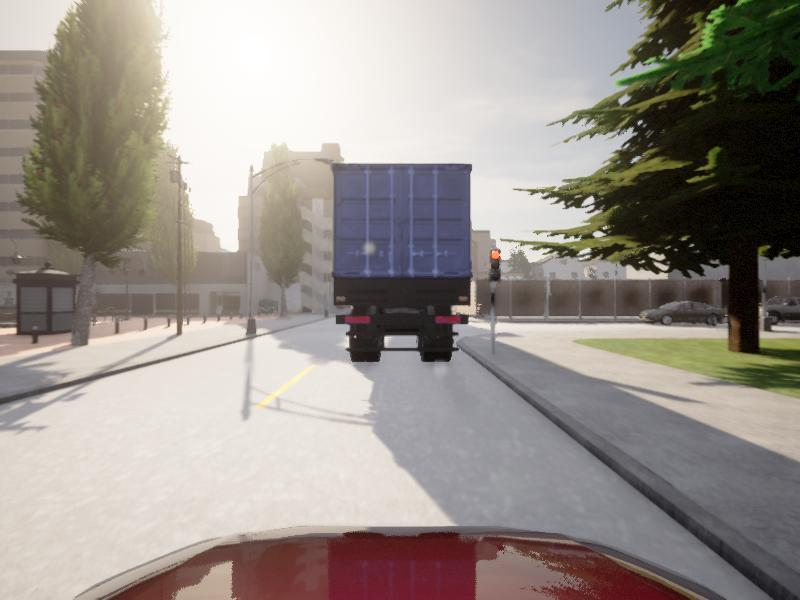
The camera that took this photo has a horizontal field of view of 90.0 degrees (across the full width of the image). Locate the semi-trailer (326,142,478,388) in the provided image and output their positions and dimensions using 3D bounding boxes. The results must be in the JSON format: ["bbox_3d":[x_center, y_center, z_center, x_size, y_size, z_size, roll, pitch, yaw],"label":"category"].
[{"bbox_3d":[0.015,-0.618,14.286,2.717,4.402,14.254,0,0,0],"label":"semi-trailer"}]

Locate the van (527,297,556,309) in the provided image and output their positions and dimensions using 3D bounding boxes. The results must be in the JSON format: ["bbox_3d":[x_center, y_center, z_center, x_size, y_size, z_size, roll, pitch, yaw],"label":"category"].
[{"bbox_3d":[25.080,0.580,71.072,4.480,2.038,2.069,0,0,0],"label":"van"}]

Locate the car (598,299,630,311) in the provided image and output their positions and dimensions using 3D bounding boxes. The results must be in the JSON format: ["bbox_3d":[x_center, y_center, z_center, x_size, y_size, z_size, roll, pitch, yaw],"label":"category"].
[{"bbox_3d":[31.919,0.700,59.869,2.242,1.667,4.611,0,0,0],"label":"car"}]

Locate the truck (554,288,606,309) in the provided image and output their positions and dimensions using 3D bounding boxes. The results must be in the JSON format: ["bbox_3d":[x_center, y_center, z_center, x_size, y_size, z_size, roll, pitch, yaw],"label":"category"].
[{"bbox_3d":[33.750,-0.311,75.082,8.468,3.827,2.891,0,0,0],"label":"truck"}]

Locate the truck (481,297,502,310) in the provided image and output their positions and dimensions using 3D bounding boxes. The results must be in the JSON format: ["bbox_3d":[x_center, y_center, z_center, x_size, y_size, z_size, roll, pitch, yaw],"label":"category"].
[{"bbox_3d":[13.871,0.515,60.804,2.069,2.038,4.478,0,0,0],"label":"truck"}]

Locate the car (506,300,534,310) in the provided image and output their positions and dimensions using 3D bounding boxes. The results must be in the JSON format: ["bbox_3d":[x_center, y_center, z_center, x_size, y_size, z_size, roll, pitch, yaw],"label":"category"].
[{"bbox_3d":[18.059,0.755,60.479,3.705,1.547,1.789,0,0,0],"label":"car"}]

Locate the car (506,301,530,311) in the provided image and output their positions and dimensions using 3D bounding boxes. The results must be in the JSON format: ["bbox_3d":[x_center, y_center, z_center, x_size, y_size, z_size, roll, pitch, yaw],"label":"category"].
[{"bbox_3d":[17.832,0.826,60.639,2.033,1.415,5.357,0,0,0],"label":"car"}]

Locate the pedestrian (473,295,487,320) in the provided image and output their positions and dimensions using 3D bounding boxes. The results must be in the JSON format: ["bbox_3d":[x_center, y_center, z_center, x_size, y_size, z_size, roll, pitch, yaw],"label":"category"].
[{"bbox_3d":[5.977,0.529,29.865,0.751,1.860,0.751,0,0,-11],"label":"pedestrian"}]

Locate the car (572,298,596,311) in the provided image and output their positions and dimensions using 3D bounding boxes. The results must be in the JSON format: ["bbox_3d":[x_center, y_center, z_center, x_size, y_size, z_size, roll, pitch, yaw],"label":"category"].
[{"bbox_3d":[27.628,0.594,60.123,1.905,1.878,3.866,0,0,0],"label":"car"}]

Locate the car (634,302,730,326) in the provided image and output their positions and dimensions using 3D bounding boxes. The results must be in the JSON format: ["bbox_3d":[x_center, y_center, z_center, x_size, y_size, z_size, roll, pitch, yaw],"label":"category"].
[{"bbox_3d":[18.117,0.848,25.837,4.892,1.490,1.837,0,0,-1],"label":"car"}]

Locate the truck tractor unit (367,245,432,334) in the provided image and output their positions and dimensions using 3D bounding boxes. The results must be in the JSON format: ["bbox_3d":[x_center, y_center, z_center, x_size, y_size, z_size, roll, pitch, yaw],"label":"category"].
[{"bbox_3d":[-0.005,-0.522,22.202,3.053,4.208,6.516,0,0,0],"label":"truck tractor unit"}]

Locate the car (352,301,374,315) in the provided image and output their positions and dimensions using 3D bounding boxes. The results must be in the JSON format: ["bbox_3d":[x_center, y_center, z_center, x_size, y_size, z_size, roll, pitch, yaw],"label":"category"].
[{"bbox_3d":[-4.047,0.835,43.907,2.007,1.525,4.514,0,0,0],"label":"car"}]

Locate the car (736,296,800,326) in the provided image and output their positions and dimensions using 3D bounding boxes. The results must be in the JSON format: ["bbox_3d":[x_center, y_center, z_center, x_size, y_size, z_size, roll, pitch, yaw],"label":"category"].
[{"bbox_3d":[24.722,0.656,25.769,4.605,1.855,1.932,0,0,0],"label":"car"}]
